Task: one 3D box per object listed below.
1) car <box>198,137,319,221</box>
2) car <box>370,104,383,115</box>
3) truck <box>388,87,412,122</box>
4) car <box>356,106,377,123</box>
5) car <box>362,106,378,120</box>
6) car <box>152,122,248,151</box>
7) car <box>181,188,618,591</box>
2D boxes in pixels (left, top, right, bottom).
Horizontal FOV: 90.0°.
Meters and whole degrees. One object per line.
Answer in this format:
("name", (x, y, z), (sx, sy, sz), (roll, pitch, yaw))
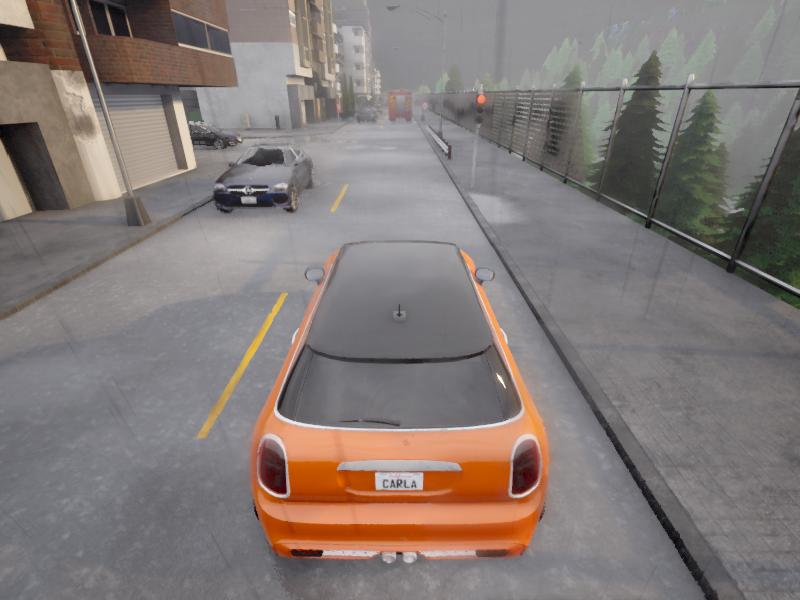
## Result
("car", (-4.084, -4.033, 12.692), (2.152, 1.651, 5.027), (-1, 27, -2))
("car", (-4.001, -32.892, 69.031), (1.970, 1.475, 3.806), (0, 27, 0))
("truck", (0.023, -26.005, 53.054), (2.891, 3.827, 8.468), (0, 27, 0))
("car", (-3.996, -22.511, 48.475), (2.097, 1.767, 4.553), (0, 27, 0))
("car", (-3.998, -25.668, 54.854), (1.801, 1.575, 5.366), (0, 27, 0))
("car", (-12.306, -10.212, 24.859), (4.892, 1.490, 1.837), (3, 27, 5))
("car", (-0.002, 0.156, 4.347), (2.097, 1.767, 4.553), (0, 27, 0))
